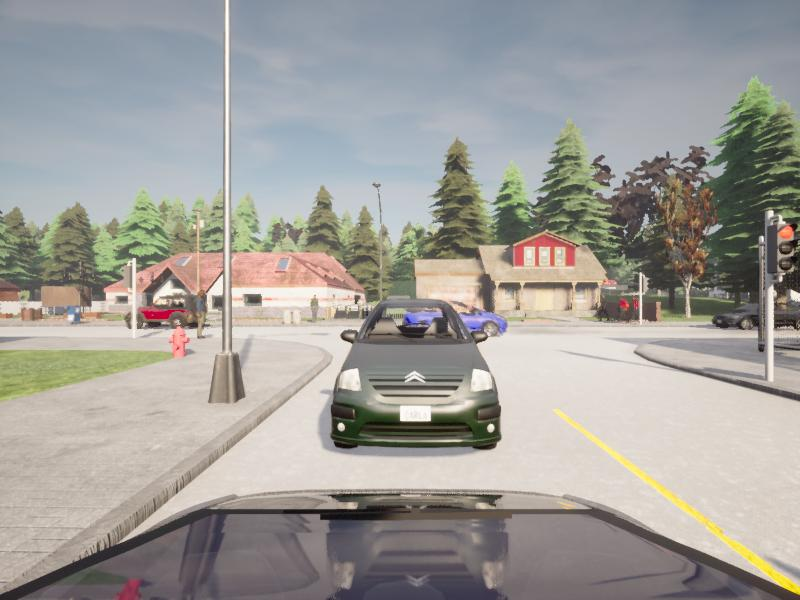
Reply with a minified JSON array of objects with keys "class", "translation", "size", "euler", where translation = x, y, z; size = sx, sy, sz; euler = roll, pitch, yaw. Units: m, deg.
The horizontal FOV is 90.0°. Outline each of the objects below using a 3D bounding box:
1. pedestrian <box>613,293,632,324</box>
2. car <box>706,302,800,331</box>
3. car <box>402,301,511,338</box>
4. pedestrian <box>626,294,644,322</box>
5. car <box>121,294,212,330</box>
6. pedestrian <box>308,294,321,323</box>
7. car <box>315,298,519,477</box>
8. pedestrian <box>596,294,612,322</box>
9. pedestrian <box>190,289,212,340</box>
[{"class":"pedestrian","translation":[13.755,0.533,24.779],"size":[0.751,1.860,0.751],"euler":[0,0,1]},{"class":"car","translation":[19.120,0.854,21.292],"size":[4.193,1.474,1.816],"euler":[0,0,1]},{"class":"car","translation":[2.380,0.829,17.657],"size":[4.514,1.525,2.007],"euler":[0,0,1]},{"class":"pedestrian","translation":[15.643,0.533,26.666],"size":[0.751,1.860,0.751],"euler":[0,0,4]},{"class":"car","translation":[-12.729,0.647,21.960],"size":[3.866,1.878,1.905],"euler":[0,0,2]},{"class":"pedestrian","translation":[-5.507,0.533,25.747],"size":[0.751,1.860,0.751],"euler":[0,0,-13]},{"class":"car","translation":[0.190,0.788,5.622],"size":[1.851,1.617,3.988],"euler":[0,0,1]},{"class":"pedestrian","translation":[13.592,0.533,26.634],"size":[0.751,1.860,0.751],"euler":[0,0,6]},{"class":"pedestrian","translation":[-7.594,0.534,15.250],"size":[0.751,1.860,0.751],"euler":[0,0,-28]}]
